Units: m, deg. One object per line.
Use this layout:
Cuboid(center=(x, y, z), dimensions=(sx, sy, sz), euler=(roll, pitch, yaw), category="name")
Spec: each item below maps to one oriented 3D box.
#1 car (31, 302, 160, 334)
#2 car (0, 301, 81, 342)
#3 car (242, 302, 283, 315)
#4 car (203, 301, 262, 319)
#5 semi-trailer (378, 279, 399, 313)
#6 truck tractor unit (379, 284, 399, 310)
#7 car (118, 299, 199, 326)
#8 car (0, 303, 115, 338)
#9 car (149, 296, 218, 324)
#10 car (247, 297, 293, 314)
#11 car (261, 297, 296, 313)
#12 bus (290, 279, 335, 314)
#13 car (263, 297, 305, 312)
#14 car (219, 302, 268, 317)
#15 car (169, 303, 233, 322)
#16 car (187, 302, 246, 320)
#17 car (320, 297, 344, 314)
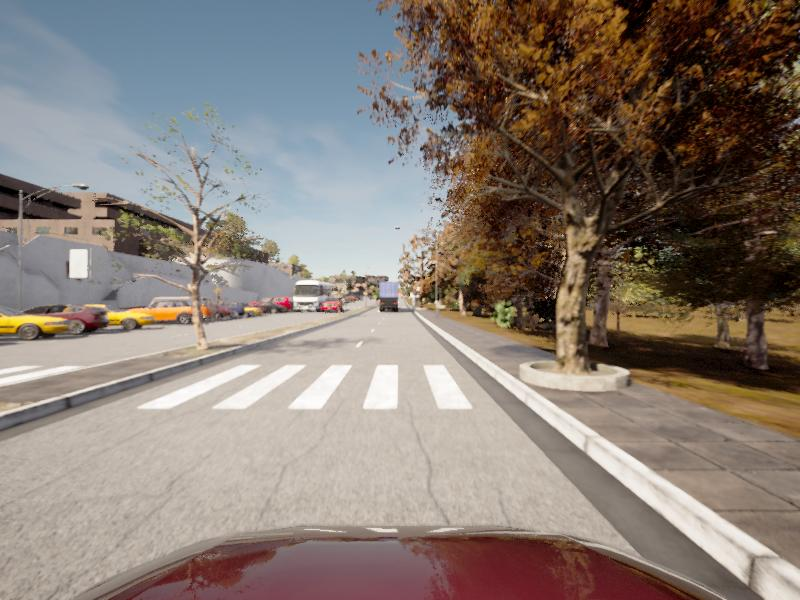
Cuboid(center=(-16.710, 0.921, 22.323), dimensions=(5.366, 1.575, 1.946), euler=(-1, -1, -20), category="car")
Cuboid(center=(-16.714, 0.884, 16.356), dimensions=(5.366, 1.575, 1.946), euler=(-1, -1, -20), category="car")
Cuboid(center=(-16.867, 0.968, 49.119), dimensions=(4.674, 1.452, 2.002), euler=(-1, 1, -20), category="car")
Cuboid(center=(-16.703, 0.964, 40.234), dimensions=(5.366, 1.575, 1.946), euler=(-1, 0, -20), category="car")
Cuboid(center=(-1.652, -0.611, 59.593), dimensions=(2.717, 4.402, 14.254), euler=(0, 0, -1), category="semi-trailer")
Cuboid(center=(-1.968, -0.609, 67.484), dimensions=(3.053, 4.208, 6.516), euler=(0, 2, -5), category="truck tractor unit")
Cuboid(center=(-16.853, 0.831, 28.233), dimensions=(4.553, 1.767, 2.185), euler=(-1, 0, -20), category="car")
Cuboid(center=(-16.912, 0.938, 19.261), dimensions=(4.792, 1.488, 2.163), euler=(-1, 0, -20), category="car")
Cuboid(center=(-16.774, 0.742, 31.260), dimensions=(4.442, 1.987, 1.878), euler=(-1, -1, -20), category="car")
Cuboid(center=(-16.898, 0.658, 52.087), dimensions=(5.566, 2.045, 2.435), euler=(-1, 1, -20), category="car")
Cuboid(center=(-16.762, 0.656, 55.131), dimensions=(4.442, 1.987, 1.878), euler=(-1, 0, -20), category="car")
Cuboid(center=(-11.676, -0.484, 54.869), dimensions=(3.944, 4.253, 10.273), euler=(0, 1, 0), category="bus")
Cuboid(center=(-16.844, 0.605, 58.084), dimensions=(5.566, 2.045, 2.435), euler=(-1, 0, -20), category="car")
Cuboid(center=(-16.846, 0.990, 43.161), dimensions=(4.792, 1.488, 2.163), euler=(-1, 0, -20), category="car")
Cuboid(center=(-16.873, 1.012, 34.192), dimensions=(4.674, 1.452, 2.002), euler=(-1, 0, -20), category="car")
Cuboid(center=(-16.903, 1.005, 37.165), dimensions=(4.792, 1.488, 2.163), euler=(-1, 0, -20), category="car")
Cuboid(center=(-8.788, 0.643, 52.347), dimensions=(2.150, 2.045, 5.566), euler=(0, 0, 0), category="car")
